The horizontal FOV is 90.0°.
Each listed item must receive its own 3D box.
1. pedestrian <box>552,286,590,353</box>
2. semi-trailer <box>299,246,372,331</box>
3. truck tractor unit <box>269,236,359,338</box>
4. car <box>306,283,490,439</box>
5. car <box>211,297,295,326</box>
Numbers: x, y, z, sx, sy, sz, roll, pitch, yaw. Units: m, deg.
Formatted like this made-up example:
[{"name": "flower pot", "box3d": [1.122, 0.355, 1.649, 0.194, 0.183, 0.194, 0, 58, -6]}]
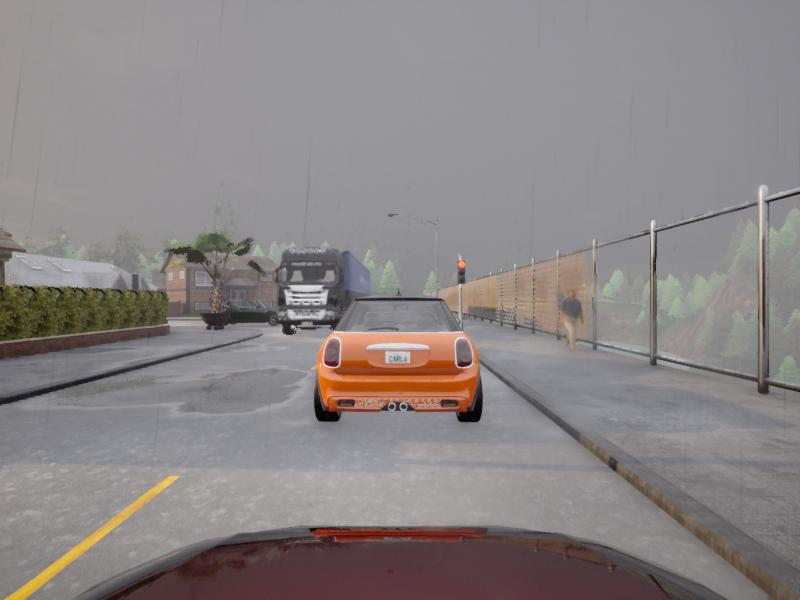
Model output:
[{"name": "pedestrian", "box3d": [4.864, 0.533, 11.423, 0.751, 1.860, 0.751, 0, 0, -1]}, {"name": "semi-trailer", "box3d": [-3.865, -0.619, 27.851, 2.717, 4.402, 14.254, 0, 0, 0]}, {"name": "truck tractor unit", "box3d": [-3.903, -0.525, 19.936, 3.053, 4.208, 6.516, 0, 0, 0]}, {"name": "car", "box3d": [-0.001, 0.694, 6.836, 2.097, 1.767, 4.553, 0, 0, 1]}, {"name": "car", "box3d": [-9.095, 0.694, 25.055, 4.553, 1.767, 2.097, 0, 0, -5]}]
